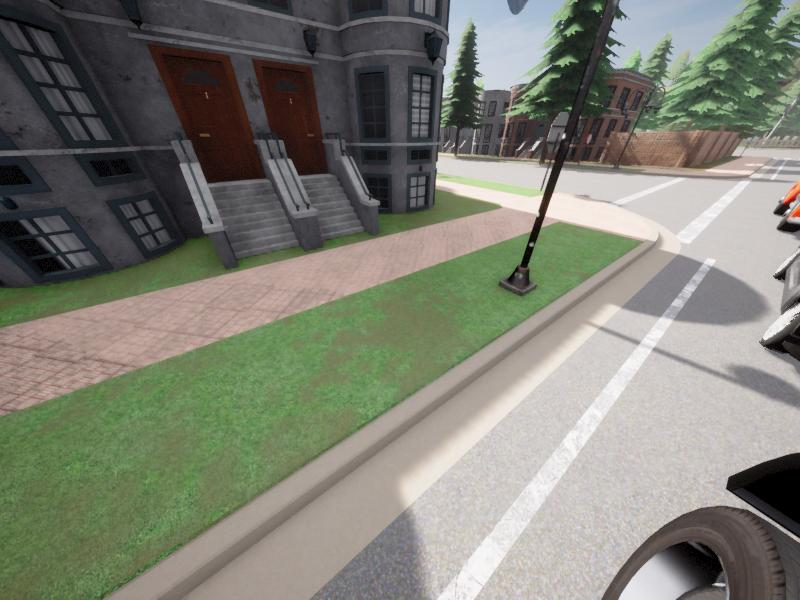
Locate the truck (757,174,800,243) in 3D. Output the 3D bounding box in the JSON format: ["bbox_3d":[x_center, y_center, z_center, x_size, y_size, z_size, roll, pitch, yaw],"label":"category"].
[{"bbox_3d":[12.783,-3.057,6.020,5.204,2.467,2.627,-22,41,-28],"label":"truck"}]

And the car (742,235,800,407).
[{"bbox_3d":[6.554,-0.173,2.708,5.238,1.638,1.930,-22,41,-28],"label":"car"}]
